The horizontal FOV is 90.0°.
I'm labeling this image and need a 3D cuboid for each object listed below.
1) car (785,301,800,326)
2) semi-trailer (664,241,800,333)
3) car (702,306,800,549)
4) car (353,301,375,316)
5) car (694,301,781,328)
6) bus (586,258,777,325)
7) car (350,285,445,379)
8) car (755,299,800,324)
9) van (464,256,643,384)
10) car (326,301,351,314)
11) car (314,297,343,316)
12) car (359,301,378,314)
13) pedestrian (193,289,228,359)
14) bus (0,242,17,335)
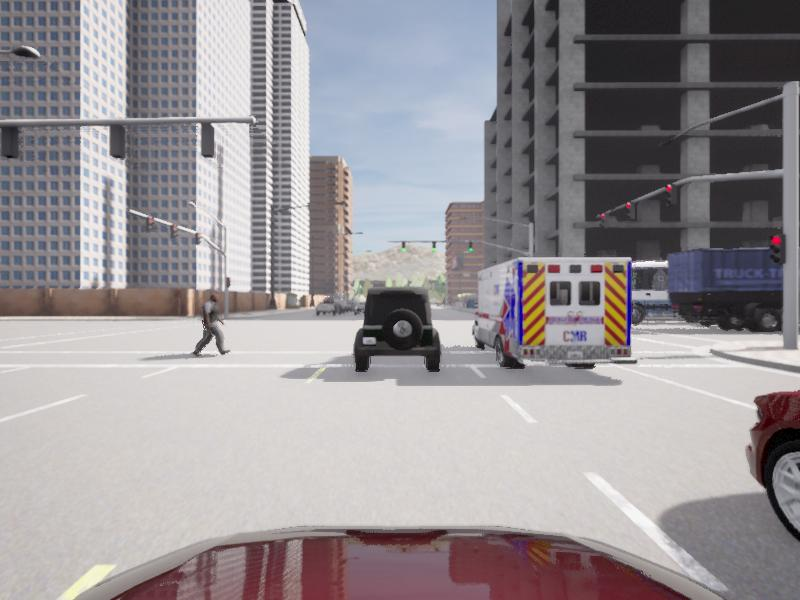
[{"bbox_3d":[26.545,0.832,23.931,4.902,1.511,2.128,0,0,0],"label":"car"},{"bbox_3d":[21.550,-0.625,20.444,14.254,4.402,2.717,0,0,0],"label":"semi-trailer"},{"bbox_3d":[3.495,0.823,0.873,1.882,1.535,5.008,0,0,0],"label":"car"},{"bbox_3d":[-3.784,0.848,42.576,1.970,1.475,3.806,0,0,1],"label":"car"},{"bbox_3d":[20.118,0.811,23.954,3.705,1.549,1.789,0,0,0],"label":"car"},{"bbox_3d":[18.751,-0.539,27.338,10.273,4.253,3.944,0,0,0],"label":"bus"},{"bbox_3d":[-0.063,0.645,9.978,1.905,1.878,3.866,0,0,-1],"label":"car"},{"bbox_3d":[27.616,0.752,27.429,4.611,1.667,2.242,0,0,0],"label":"car"},{"bbox_3d":[3.432,0.376,10.789,2.351,2.431,6.366,0,0,0],"label":"van"},{"bbox_3d":[-7.233,0.845,47.425,2.163,1.488,4.792,0,0,1],"label":"car"},{"bbox_3d":[-7.273,0.647,41.273,1.932,1.855,4.605,0,0,3],"label":"car"},{"bbox_3d":[-3.724,0.863,48.289,1.812,1.442,4.674,0,0,1],"label":"car"},{"bbox_3d":[-5.223,0.636,11.072,0.751,1.860,0.751,0,0,-13],"label":"pedestrian"},{"bbox_3d":[-23.523,-0.536,17.221,10.273,4.253,3.944,0,0,0],"label":"bus"}]
